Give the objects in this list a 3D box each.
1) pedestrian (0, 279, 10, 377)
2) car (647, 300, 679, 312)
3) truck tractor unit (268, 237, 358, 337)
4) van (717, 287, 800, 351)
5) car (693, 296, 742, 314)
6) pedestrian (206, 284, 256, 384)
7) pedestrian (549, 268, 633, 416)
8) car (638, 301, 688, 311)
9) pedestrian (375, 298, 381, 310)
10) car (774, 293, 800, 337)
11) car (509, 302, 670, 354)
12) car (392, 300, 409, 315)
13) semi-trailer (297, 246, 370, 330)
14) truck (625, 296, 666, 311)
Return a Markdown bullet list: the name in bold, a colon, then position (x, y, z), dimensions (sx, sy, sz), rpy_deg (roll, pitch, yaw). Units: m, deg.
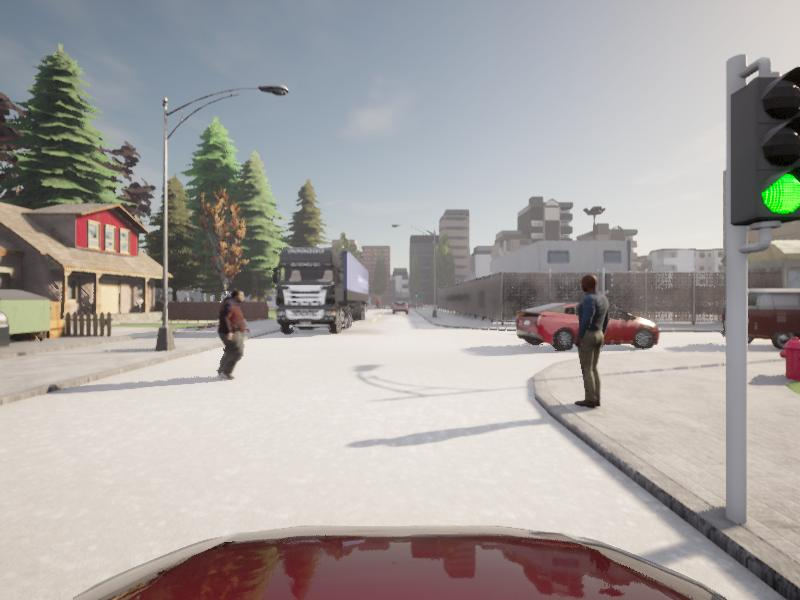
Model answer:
- **pedestrian**: position (-7.914, 0.529, 7.384), dimensions (0.751, 1.860, 0.751), rpy_deg (0, 0, -14)
- **car**: position (34.716, 0.716, 52.963), dimensions (1.789, 1.547, 3.705), rpy_deg (0, 0, 0)
- **truck tractor unit**: position (-3.999, -0.533, 20.000), dimensions (3.053, 4.208, 6.516), rpy_deg (0, 0, 0)
- **van**: position (13.581, 0.591, 13.441), dimensions (4.442, 1.987, 1.775), rpy_deg (0, 0, -1)
- **car**: position (34.361, 0.561, 43.394), dimensions (3.866, 1.878, 1.905), rpy_deg (0, 0, 0)
- **pedestrian**: position (-3.302, 0.633, 7.885), dimensions (0.751, 1.860, 0.751), rpy_deg (0, 0, -11)
- **pedestrian**: position (2.626, 0.531, 5.528), dimensions (0.751, 1.860, 0.751), rpy_deg (0, 0, -29)
- **car**: position (34.876, 0.787, 53.190), dimensions (5.357, 1.415, 2.033), rpy_deg (0, 0, 0)
- **pedestrian**: position (-3.424, 0.602, 62.097), dimensions (0.751, 1.860, 0.751), rpy_deg (0, 0, -19)
- **car**: position (19.469, 0.643, 17.329), dimensions (4.605, 1.855, 1.932), rpy_deg (0, 0, 2)
- **car**: position (6.145, 0.821, 13.215), dimensions (4.514, 1.525, 2.007), rpy_deg (0, 0, -12)
- **car**: position (0.025, 0.763, 44.110), dimensions (1.851, 1.617, 3.988), rpy_deg (0, 0, 0)
- **semi-trailer**: position (-3.999, -0.636, 27.915), dimensions (2.717, 4.402, 14.254), rpy_deg (0, 0, 0)
- **truck**: position (35.040, 0.473, 57.150), dimensions (4.478, 2.038, 2.069), rpy_deg (0, 0, 0)
